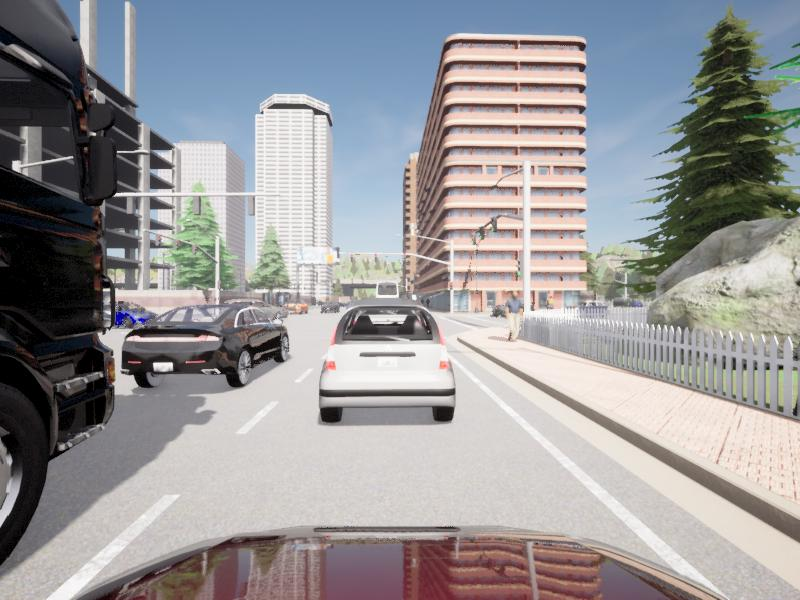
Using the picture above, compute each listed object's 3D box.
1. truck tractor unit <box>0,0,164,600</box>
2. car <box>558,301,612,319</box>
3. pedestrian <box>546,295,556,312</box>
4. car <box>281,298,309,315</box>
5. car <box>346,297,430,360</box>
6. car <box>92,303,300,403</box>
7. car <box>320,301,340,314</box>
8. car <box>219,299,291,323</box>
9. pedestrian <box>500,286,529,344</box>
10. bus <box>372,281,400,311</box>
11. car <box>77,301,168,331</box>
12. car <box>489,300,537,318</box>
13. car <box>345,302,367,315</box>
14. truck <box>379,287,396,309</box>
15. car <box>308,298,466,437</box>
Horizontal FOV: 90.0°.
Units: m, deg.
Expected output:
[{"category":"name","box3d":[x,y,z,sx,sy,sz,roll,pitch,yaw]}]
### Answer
[{"category":"truck tractor unit","box3d":[-3.405,-0.516,0.104,3.053,4.208,6.516,0,0,-3]},{"category":"car","box3d":[15.441,0.798,33.417,3.806,1.475,1.970,0,0,-22]},{"category":"pedestrian","box3d":[16.721,0.429,44.293,0.751,1.860,0.751,0,0,-23]},{"category":"car","box3d":[-11.956,0.694,45.747,2.097,1.767,4.553,0,0,-2]},{"category":"car","box3d":[-0.383,0.756,12.936,2.242,1.667,4.611,0,0,-2]},{"category":"car","box3d":[-3.774,0.836,8.674,2.128,1.511,4.902,0,0,-2]},{"category":"car","box3d":[-8.566,0.844,49.348,1.837,1.490,4.892,0,0,-2]},{"category":"car","box3d":[-10.643,0.746,29.393,4.611,1.667,2.242,0,0,-33]},{"category":"pedestrian","box3d":[3.802,0.485,13.335,0.751,1.860,0.751,0,0,-1]},{"category":"bus","box3d":[-2.067,-0.533,61.354,3.944,4.253,10.273,0,0,-2]},{"category":"car","box3d":[-15.222,0.818,21.989,4.193,1.474,1.816,1,0,16]},{"category":"car","box3d":[10.037,0.759,35.522,3.705,1.549,1.789,0,0,-14]},{"category":"car","box3d":[-4.880,0.895,44.936,2.033,1.411,5.357,0,0,-2]},{"category":"truck","box3d":[-2.345,-0.325,74.066,2.891,3.827,8.468,0,0,-2]},{"category":"car","box3d":[-0.207,0.788,6.686,1.851,1.617,3.988,0,0,-2]}]
